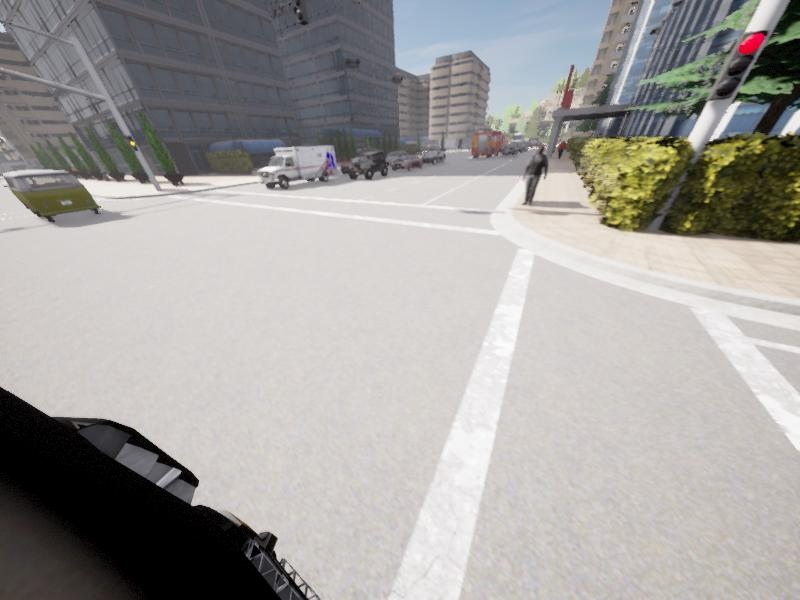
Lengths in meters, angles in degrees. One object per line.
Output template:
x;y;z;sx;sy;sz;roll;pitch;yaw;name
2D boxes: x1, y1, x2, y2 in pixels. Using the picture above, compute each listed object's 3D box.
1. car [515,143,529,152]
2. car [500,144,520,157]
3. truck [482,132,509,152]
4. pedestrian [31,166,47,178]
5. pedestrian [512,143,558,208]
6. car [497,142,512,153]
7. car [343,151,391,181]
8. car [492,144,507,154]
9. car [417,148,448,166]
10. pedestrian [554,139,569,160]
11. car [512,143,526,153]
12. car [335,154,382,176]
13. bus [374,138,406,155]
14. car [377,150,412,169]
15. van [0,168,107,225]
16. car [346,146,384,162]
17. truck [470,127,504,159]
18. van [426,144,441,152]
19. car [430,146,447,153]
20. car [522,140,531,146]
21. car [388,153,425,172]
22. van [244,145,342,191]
26.414;-33.013;50.063;1.994;1.385;4.181;15;38;25;car
17.940;-24.330;37.599;2.128;1.511;4.902;15;38;25;car
23.984;-39.480;57.722;2.891;3.827;8.468;23;42;34;truck
-68.396;-24.223;43.735;0.751;1.860;0.751;15;38;25;pedestrian
4.581;-4.237;7.926;0.751;1.860;0.751;24;42;35;pedestrian
23.033;-33.700;50.972;2.097;1.767;4.553;15;38;25;car
-2.600;-11.279;19.323;1.905;1.878;3.866;15;38;25;car
20.180;-30.638;46.849;1.845;1.501;3.633;15;38;25;car
4.159;-18.142;29.293;1.930;1.638;5.238;15;38;25;car
16.850;-15.646;24.048;0.751;1.860;0.751;18;39;28;pedestrian
23.556;-30.133;45.828;1.845;1.501;3.633;15;38;25;car
-3.988;-13.675;23.337;1.882;1.535;5.008;15;38;25;car
-3.324;-52.258;78.606;10.273;4.253;3.944;16;38;26;bus
-0.560;-17.271;28.332;2.242;1.667;4.611;15;38;25;car
-16.605;-5.033;10.980;4.442;1.987;1.775;16;38;26;van
-6.260;-26.651;42.183;6.274;2.098;2.390;-20;37;-24;car
14.259;-25.527;37.593;2.891;3.827;8.468;15;38;25;truck
10.985;-49.464;75.344;4.442;1.987;1.775;16;38;26;van
11.843;-46.776;71.707;4.792;1.488;2.163;16;38;26;car
48.027;-59.491;87.636;2.097;1.767;4.553;15;38;25;car
0.774;-14.515;24.374;1.994;1.385;4.181;16;38;26;car
-7.685;-10.246;17.690;2.351;2.431;6.366;15;38;25;van
